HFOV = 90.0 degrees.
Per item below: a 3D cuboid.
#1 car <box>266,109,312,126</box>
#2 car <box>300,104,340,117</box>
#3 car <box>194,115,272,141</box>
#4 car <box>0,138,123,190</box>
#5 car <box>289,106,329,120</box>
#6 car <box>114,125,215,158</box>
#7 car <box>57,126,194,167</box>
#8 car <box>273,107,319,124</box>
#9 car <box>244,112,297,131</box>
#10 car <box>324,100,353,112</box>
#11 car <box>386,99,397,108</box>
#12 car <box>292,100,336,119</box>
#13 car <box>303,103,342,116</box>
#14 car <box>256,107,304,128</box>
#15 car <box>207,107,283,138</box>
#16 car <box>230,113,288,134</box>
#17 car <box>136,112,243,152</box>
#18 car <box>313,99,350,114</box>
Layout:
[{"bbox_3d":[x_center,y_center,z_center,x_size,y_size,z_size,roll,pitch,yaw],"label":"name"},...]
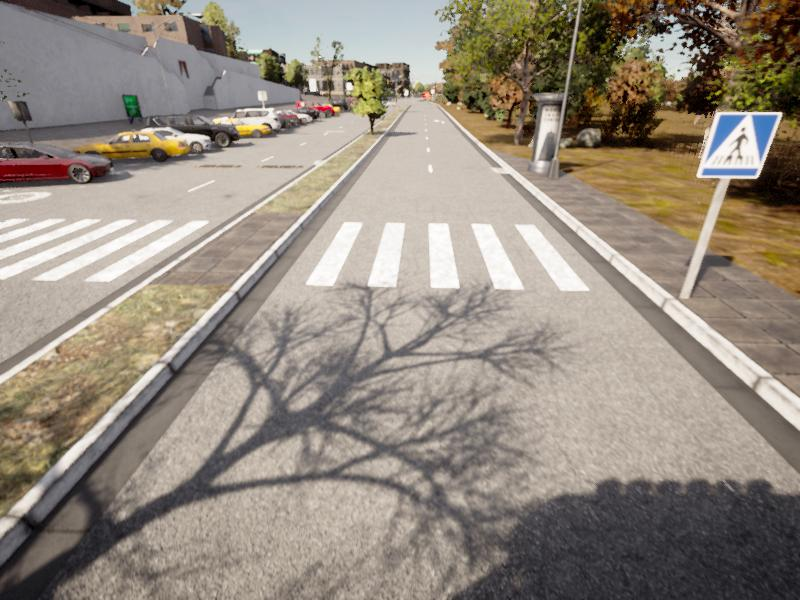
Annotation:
[{"bbox_3d":[-12.466,-20.498,44.866,4.674,1.452,2.002,-9,29,-15],"label":"car"},{"bbox_3d":[-11.546,-27.582,58.139,5.366,1.575,1.946,-9,29,-15],"label":"car"},{"bbox_3d":[-13.030,-13.598,31.612,5.366,1.575,1.946,-9,28,-15],"label":"car"},{"bbox_3d":[-14.068,-5.323,15.580,4.792,1.488,2.163,-9,28,-15],"label":"car"},{"bbox_3d":[-11.992,-24.725,52.817,4.792,1.488,2.163,-9,29,-15],"label":"car"},{"bbox_3d":[-13.654,-9.405,23.587,4.674,1.452,2.002,-9,28,-15],"label":"car"},{"bbox_3d":[-13.973,-8.045,20.845,5.366,1.575,1.946,-9,28,-15],"label":"car"},{"bbox_3d":[-12.308,-21.935,47.495,5.008,1.535,2.097,-9,29,-15],"label":"car"},{"bbox_3d":[-12.762,-17.699,39.567,4.674,1.452,2.002,-9,28,-15],"label":"car"},{"bbox_3d":[-10.953,-34.638,71.301,4.553,1.767,2.185,-9,29,-15],"label":"car"},{"bbox_3d":[-1.844,-44.188,89.852,2.242,1.667,4.611,1,28,3],"label":"car"},{"bbox_3d":[-11.850,-26.377,55.337,5.566,2.045,2.435,-9,29,-15],"label":"car"},{"bbox_3d":[-11.751,-28.921,60.689,5.366,1.575,1.946,-9,29,-15],"label":"car"},{"bbox_3d":[-12.645,-19.240,42.131,4.553,1.767,2.185,-9,29,-15],"label":"car"},{"bbox_3d":[-13.086,-15.170,34.101,5.566,2.045,2.435,-9,29,-15],"label":"car"},{"bbox_3d":[-12.935,-16.309,36.886,4.792,1.488,2.163,-9,29,-15],"label":"car"},{"bbox_3d":[-13.478,-11.040,26.136,5.566,2.045,2.435,-9,28,-15],"label":"car"},{"bbox_3d":[-11.308,-31.955,65.914,5.566,2.045,2.435,-9,29,-15],"label":"car"}]
